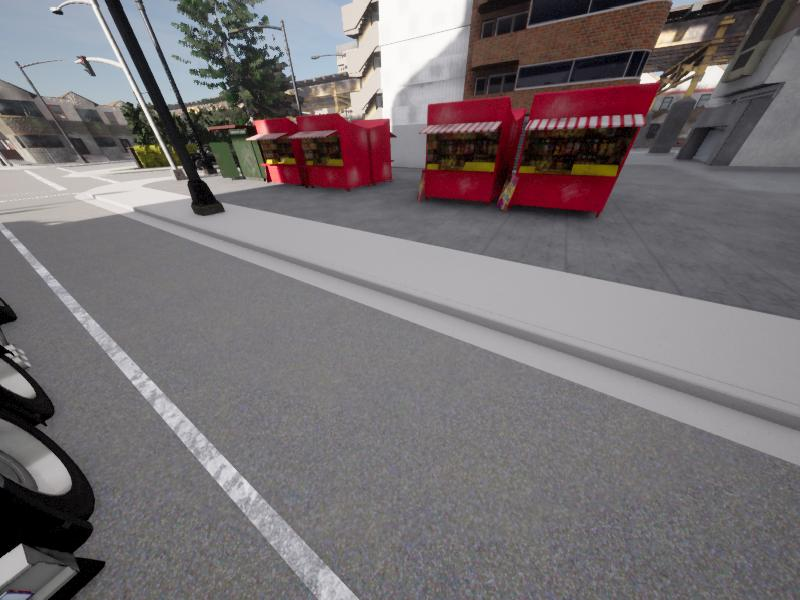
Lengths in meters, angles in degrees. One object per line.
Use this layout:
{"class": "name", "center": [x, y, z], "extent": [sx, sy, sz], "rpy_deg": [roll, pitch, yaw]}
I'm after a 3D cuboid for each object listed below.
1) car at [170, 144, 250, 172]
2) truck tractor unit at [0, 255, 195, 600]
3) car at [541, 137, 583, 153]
{"class": "car", "center": [-19.119, -14.654, 23.663], "extent": [2.150, 2.045, 5.566], "rpy_deg": [18, 39, 26]}
{"class": "truck tractor unit", "center": [-5.097, -0.314, 0.801], "extent": [6.516, 4.208, 3.053], "rpy_deg": [19, 39, 25]}
{"class": "car", "center": [27.682, -26.591, 39.680], "extent": [5.566, 2.045, 2.150], "rpy_deg": [17, 39, 26]}
